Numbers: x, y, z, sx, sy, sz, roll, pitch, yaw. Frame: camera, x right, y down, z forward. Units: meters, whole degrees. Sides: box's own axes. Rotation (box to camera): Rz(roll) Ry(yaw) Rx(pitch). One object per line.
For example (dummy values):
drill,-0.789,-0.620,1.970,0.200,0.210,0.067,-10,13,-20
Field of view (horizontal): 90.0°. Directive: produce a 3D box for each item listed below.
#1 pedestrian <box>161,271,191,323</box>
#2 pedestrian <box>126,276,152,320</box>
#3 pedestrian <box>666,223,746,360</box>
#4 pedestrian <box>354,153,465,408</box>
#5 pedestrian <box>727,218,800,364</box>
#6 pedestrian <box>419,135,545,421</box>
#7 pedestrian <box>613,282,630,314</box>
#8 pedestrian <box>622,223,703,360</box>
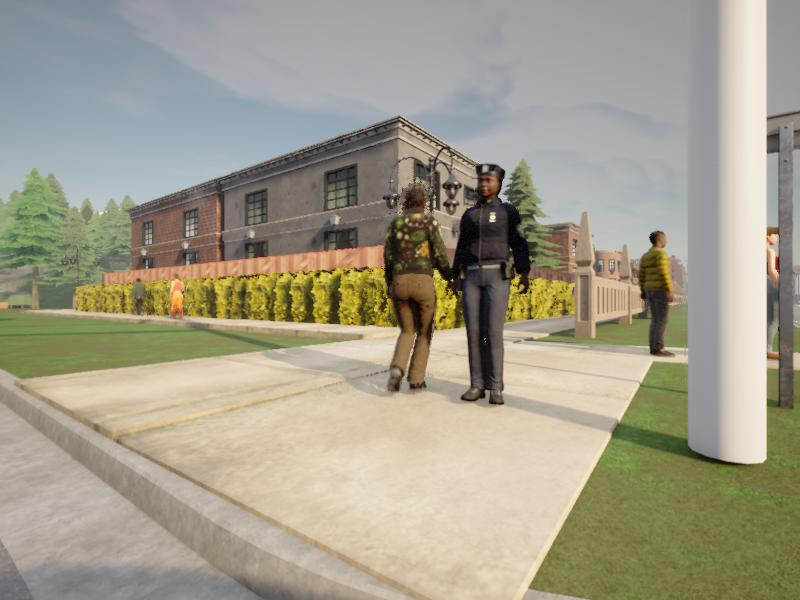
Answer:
pedestrian,-8.328,-0.106,14.889,0.751,1.860,0.751,0,0,37
pedestrian,-11.390,-0.103,17.465,0.751,1.860,0.751,0,0,37
pedestrian,4.484,-0.114,5.923,0.751,1.860,0.751,0,0,21
pedestrian,0.115,-0.143,3.392,0.751,1.860,0.751,0,0,18
pedestrian,5.112,-0.114,5.545,0.751,1.860,0.751,0,0,26
pedestrian,0.663,-0.144,3.124,0.751,1.860,0.751,0,0,32
pedestrian,13.036,-0.110,23.555,0.751,1.860,0.751,0,0,38
pedestrian,3.811,-0.114,5.872,0.751,1.860,0.751,0,0,9
